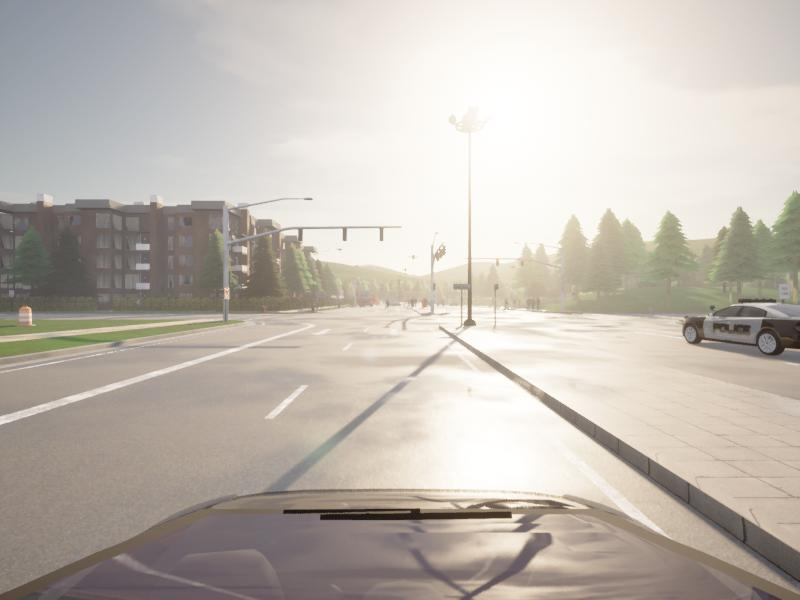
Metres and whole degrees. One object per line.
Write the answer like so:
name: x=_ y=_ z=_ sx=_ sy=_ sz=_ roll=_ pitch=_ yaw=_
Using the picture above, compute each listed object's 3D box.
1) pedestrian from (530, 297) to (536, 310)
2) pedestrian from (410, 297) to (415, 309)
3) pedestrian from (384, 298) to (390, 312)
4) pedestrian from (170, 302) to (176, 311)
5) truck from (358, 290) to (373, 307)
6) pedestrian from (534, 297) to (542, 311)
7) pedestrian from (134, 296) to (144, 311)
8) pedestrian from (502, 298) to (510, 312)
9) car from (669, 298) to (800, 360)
pedestrian: x=18.081 y=0.473 z=54.418 sx=0.751 sy=1.860 sz=0.751 roll=0 pitch=0 yaw=15
pedestrian: x=1.983 y=0.485 z=65.297 sx=0.751 sy=1.860 sz=0.751 roll=0 pitch=0 yaw=1
pedestrian: x=-1.666 y=0.637 z=50.836 sx=0.751 sy=1.860 sz=0.751 roll=0 pitch=0 yaw=-7
pedestrian: x=-28.822 y=0.865 z=50.710 sx=0.500 sy=1.100 sz=0.500 roll=0 pitch=0 yaw=2
truck: x=-7.794 y=-0.325 z=91.981 sx=2.891 sy=3.827 sz=8.468 roll=0 pitch=0 yaw=-1
pedestrian: x=18.624 y=0.473 z=53.936 sx=0.751 sy=1.860 sz=0.751 roll=0 pitch=0 yaw=-37
pedestrian: x=-32.992 y=0.485 z=50.493 sx=0.751 sy=1.860 sz=0.751 roll=0 pitch=0 yaw=7
pedestrian: x=13.996 y=0.637 z=52.630 sx=0.751 sy=1.860 sz=0.751 roll=0 pitch=0 yaw=-9
car: x=11.476 y=0.771 z=13.033 sx=1.930 sy=1.638 sz=5.238 roll=0 pitch=0 yaw=0
